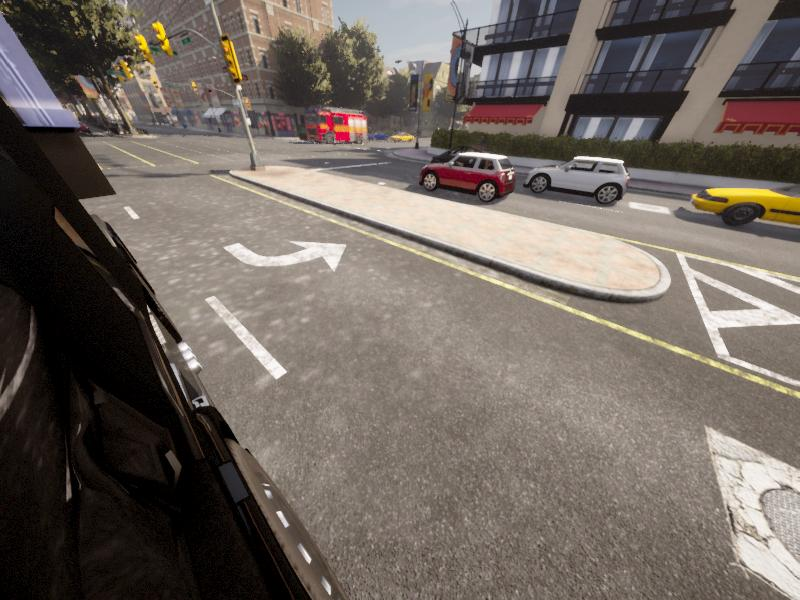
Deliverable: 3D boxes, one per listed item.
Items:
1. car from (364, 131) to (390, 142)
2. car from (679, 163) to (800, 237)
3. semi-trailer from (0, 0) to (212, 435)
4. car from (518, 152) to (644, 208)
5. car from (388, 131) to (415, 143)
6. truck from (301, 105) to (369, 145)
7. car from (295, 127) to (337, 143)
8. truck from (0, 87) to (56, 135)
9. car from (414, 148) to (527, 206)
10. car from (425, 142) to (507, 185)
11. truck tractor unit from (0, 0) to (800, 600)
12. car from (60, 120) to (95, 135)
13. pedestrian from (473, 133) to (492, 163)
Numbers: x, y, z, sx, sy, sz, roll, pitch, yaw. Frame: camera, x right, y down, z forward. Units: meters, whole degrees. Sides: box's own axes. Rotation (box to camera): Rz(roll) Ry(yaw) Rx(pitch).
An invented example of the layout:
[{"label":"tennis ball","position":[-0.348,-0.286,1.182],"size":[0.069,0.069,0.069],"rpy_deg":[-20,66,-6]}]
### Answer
[{"label":"car","position":[-4.062,-28.896,40.794],"size":[1.812,1.442,4.674],"rpy_deg":[27,43,29]},{"label":"car","position":[12.687,-2.810,6.876],"size":[5.366,1.575,1.801],"rpy_deg":[28,43,29]},{"label":"semi-trailer","position":[-9.457,-2.940,3.287],"size":[14.254,4.402,2.717],"rpy_deg":[19,40,20]},{"label":"car","position":[7.680,-5.387,10.091],"size":[3.806,1.475,1.970],"rpy_deg":[28,44,30]},{"label":"car","position":[0.363,-28.755,40.768],"size":[1.801,1.575,5.366],"rpy_deg":[27,43,29]},{"label":"truck","position":[-8.351,-23.466,31.282],"size":[2.891,3.827,8.468],"rpy_deg":[27,43,29]},{"label":"car","position":[-11.835,-23.475,32.896],"size":[1.930,1.638,5.238],"rpy_deg":[27,43,29]},{"label":"truck","position":[-42.459,-20.957,25.783],"size":[8.468,3.827,2.891],"rpy_deg":[28,43,29]},{"label":"car","position":[2.759,-5.248,9.596],"size":[3.806,1.475,1.970],"rpy_deg":[28,43,30]},{"label":"car","position":[3.490,-7.612,12.737],"size":[3.705,1.549,1.789],"rpy_deg":[28,43,29]},{"label":"truck tractor unit","position":[-2.645,-0.295,0.351],"size":[6.516,4.208,3.053],"rpy_deg":[28,44,30]},{"label":"car","position":[-39.822,-21.259,28.464],"size":[4.718,1.301,1.895],"rpy_deg":[28,43,29]},{"label":"pedestrian","position":[6.474,-11.904,18.109],"size":[0.751,1.860,0.751],"rpy_deg":[28,44,30]}]
